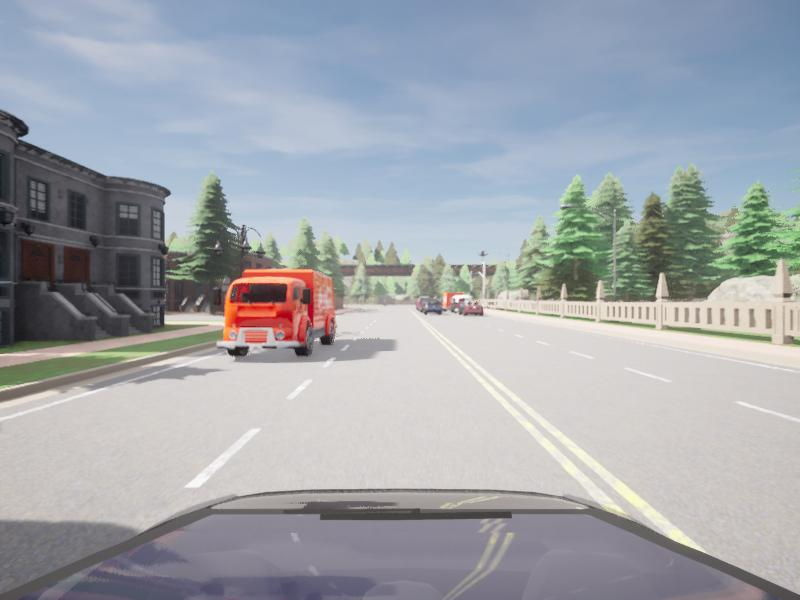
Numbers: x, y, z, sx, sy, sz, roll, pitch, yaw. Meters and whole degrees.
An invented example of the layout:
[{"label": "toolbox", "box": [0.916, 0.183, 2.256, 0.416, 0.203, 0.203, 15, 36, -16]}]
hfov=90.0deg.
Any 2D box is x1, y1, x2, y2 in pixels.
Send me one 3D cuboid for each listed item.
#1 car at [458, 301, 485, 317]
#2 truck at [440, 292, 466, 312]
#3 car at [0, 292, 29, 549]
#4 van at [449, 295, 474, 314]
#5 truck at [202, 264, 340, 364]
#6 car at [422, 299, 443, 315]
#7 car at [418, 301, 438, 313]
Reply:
[{"label": "car", "box": [6.883, 0.806, 38.981, 1.970, 1.475, 3.806, 0, 0, -1]}, {"label": "truck", "box": [6.847, 0.294, 52.169, 2.627, 2.467, 5.204, 0, 0, 0]}, {"label": "car", "box": [-3.504, 0.770, 0.121, 1.930, 1.638, 5.238, 0, 0, 0]}, {"label": "van", "box": [6.865, 0.517, 45.230, 2.069, 2.038, 4.480, 0, 0, 0]}, {"label": "truck", "box": [-3.540, 0.341, 12.394, 2.627, 2.467, 5.204, 0, 0, 0]}, {"label": "car", "box": [3.375, 0.738, 41.981, 1.851, 1.617, 3.988, 0, 0, 0]}, {"label": "car", "box": [3.356, 0.836, 48.740, 2.033, 1.411, 5.357, 0, 0, 0]}]
